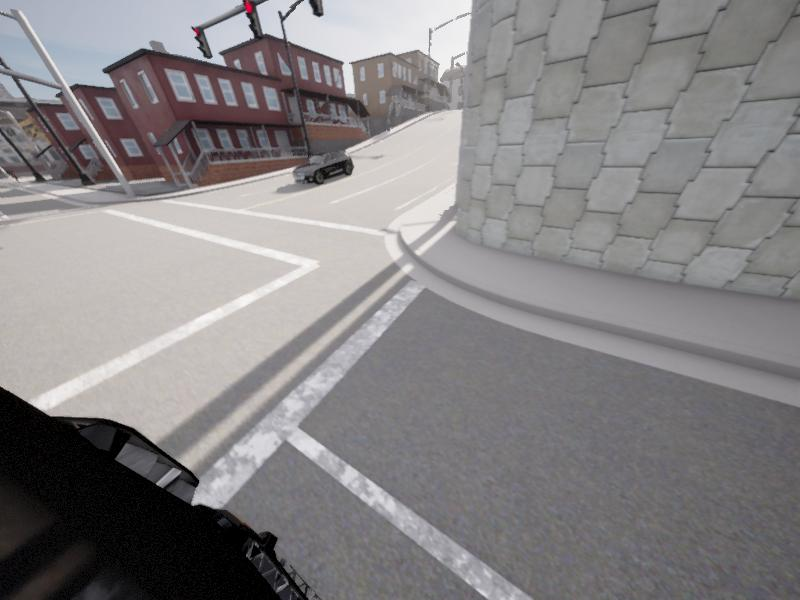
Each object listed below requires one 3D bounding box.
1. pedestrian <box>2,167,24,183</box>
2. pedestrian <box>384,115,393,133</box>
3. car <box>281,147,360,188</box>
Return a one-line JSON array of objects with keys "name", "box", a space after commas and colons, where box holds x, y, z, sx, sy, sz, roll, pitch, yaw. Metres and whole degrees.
[{"name": "pedestrian", "box": [-55.735, -18.025, 33.293, 0.751, 1.860, 0.751, 15, 38, 25]}, {"name": "pedestrian", "box": [-1.556, -23.638, 31.053, 0.751, 1.860, 0.751, 15, 38, 25]}, {"name": "car", "box": [-5.214, -9.207, 15.895, 2.033, 1.649, 4.856, 16, 43, 26]}]
